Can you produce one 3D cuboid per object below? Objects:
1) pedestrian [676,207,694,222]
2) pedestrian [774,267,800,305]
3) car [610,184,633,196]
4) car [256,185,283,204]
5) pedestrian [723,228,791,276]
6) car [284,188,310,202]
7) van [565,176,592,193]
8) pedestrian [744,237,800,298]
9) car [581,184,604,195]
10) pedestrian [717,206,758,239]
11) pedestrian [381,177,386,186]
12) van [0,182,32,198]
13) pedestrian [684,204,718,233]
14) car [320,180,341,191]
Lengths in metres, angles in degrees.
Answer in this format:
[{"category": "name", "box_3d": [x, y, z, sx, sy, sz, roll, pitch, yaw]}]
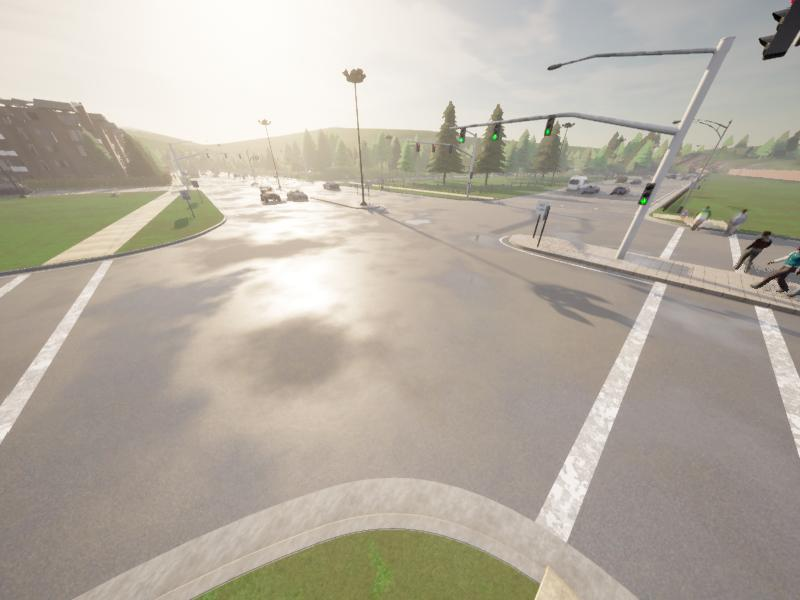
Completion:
[{"category": "pedestrian", "box_3d": [23.763, -7.119, 19.242, 0.500, 1.100, 0.500, -21, 36, -32]}, {"category": "pedestrian", "box_3d": [13.755, -0.760, 7.469, 0.751, 1.860, 0.751, 10, 32, 17]}, {"category": "car", "box_3d": [37.581, -18.650, 39.193, 4.193, 1.474, 1.816, -23, 37, -34]}, {"category": "car", "box_3d": [-17.718, -14.306, 31.254, 1.905, 1.878, 3.866, -22, 37, -34]}, {"category": "pedestrian", "box_3d": [15.695, -2.147, 10.249, 0.751, 1.860, 0.751, 19, 35, 29]}, {"category": "car", "box_3d": [-14.791, -15.058, 33.078, 1.994, 1.385, 4.181, -22, 37, -33]}, {"category": "van", "box_3d": [34.515, -22.396, 44.617, 5.915, 2.561, 1.988, -23, 37, -34]}, {"category": "pedestrian", "box_3d": [13.580, -1.130, 8.110, 0.751, 1.860, 0.751, 15, 33, 24]}, {"category": "car", "box_3d": [33.366, -19.182, 40.061, 3.633, 1.501, 1.845, -23, 37, -34]}, {"category": "pedestrian", "box_3d": [22.477, -5.181, 15.431, 0.751, 1.860, 0.751, 24, 38, 35]}, {"category": "pedestrian", "box_3d": [-3.924, -27.574, 53.912, 0.751, 1.860, 0.751, -20, 35, -30]}, {"category": "van", "box_3d": [-61.973, -17.013, 35.848, 4.442, 1.987, 1.775, -23, 37, -34]}, {"category": "pedestrian", "box_3d": [21.636, -5.868, 16.620, 0.751, 1.860, 0.751, -21, 36, -31]}, {"category": "car", "box_3d": [-14.547, -24.047, 48.375, 1.930, 1.638, 5.238, -22, 37, -34]}]
